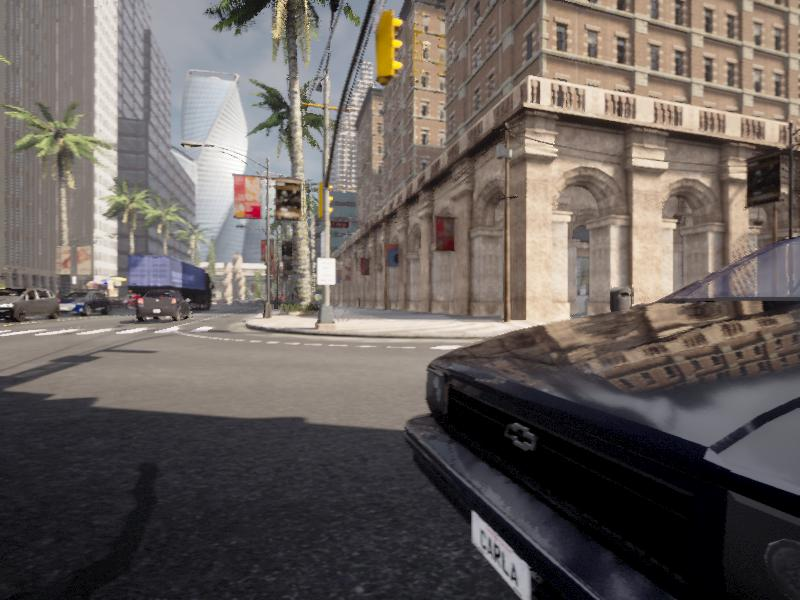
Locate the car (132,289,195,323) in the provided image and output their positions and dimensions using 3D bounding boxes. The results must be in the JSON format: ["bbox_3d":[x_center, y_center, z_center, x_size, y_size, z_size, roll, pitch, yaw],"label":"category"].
[{"bbox_3d":[-11.455,0.262,19.644,1.845,1.501,3.633,0,0,-17],"label":"car"}]

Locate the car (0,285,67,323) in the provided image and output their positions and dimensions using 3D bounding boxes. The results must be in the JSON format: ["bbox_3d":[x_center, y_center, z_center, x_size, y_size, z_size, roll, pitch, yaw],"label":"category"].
[{"bbox_3d":[-18.758,0.193,19.465,2.242,1.667,4.611,0,0,-16],"label":"car"}]

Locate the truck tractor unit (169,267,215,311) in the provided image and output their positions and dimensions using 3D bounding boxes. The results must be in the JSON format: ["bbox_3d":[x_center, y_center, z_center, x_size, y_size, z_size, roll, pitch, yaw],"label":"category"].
[{"bbox_3d":[-21.417,-1.048,41.596,3.053,4.208,6.516,0,0,-16],"label":"truck tractor unit"}]

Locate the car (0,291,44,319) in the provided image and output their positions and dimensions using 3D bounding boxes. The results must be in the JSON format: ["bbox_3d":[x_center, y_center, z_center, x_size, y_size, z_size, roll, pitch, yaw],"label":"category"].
[{"bbox_3d":[-23.522,0.271,23.396,2.038,1.542,4.974,0,0,-16],"label":"car"}]

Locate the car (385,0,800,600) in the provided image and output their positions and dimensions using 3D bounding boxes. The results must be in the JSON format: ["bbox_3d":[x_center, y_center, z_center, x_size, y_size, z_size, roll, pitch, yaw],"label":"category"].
[{"bbox_3d":[2.784,0.299,1.949,5.357,1.411,2.033,0,0,-19],"label":"car"}]

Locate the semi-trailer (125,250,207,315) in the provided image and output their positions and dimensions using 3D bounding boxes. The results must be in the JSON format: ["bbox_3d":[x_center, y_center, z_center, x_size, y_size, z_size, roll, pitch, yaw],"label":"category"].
[{"bbox_3d":[-19.156,-1.159,34.010,2.717,4.402,14.254,0,0,-17],"label":"semi-trailer"}]

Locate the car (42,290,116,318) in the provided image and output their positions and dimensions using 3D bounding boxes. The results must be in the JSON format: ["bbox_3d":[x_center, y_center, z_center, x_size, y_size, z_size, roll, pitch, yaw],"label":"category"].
[{"bbox_3d":[-20.636,0.225,26.037,2.033,1.649,4.856,0,0,-16],"label":"car"}]
